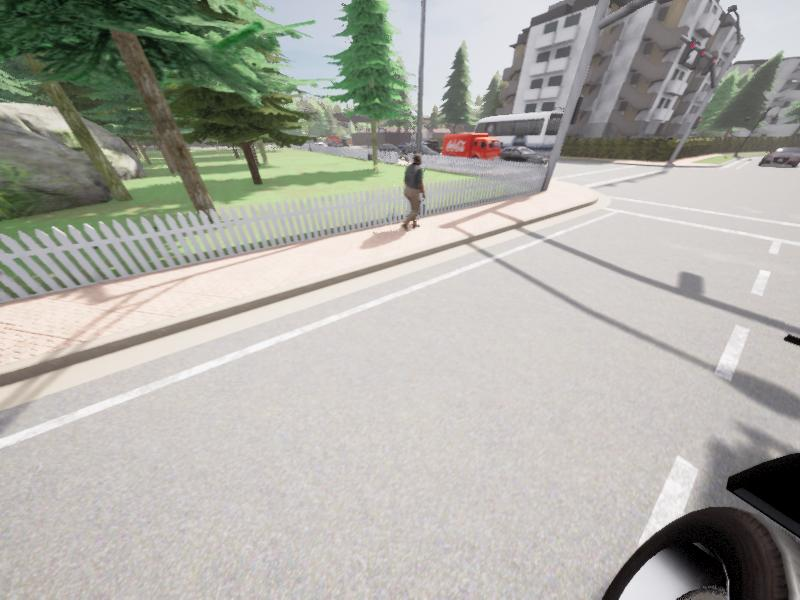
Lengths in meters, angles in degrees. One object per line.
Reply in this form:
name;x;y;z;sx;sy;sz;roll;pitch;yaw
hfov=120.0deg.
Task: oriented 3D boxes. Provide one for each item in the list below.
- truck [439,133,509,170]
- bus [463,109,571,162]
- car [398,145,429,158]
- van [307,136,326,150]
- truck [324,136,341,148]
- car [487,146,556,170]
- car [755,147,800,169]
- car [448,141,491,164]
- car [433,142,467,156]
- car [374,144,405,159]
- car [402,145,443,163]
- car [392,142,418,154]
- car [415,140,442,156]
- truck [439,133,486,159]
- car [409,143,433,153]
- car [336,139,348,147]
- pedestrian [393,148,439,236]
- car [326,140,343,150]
truck;6.325;-13.297;20.556;2.627;2.467;5.204;-20;40;-26
bus;12.943;-19.193;27.306;3.944;4.253;10.273;-20;39;-26
car;1.763;-20.674;32.058;1.895;1.301;4.718;-20;40;-26
van;-19.333;-36.395;53.419;1.988;2.561;5.915;-20;40;-26
truck;-18.472;-43.101;62.964;2.627;2.467;5.204;-20;40;-26
car;10.601;-12.812;20.667;2.128;1.511;4.902;-20;40;-26
car;33.399;-12.454;20.109;4.181;1.385;1.994;-22;41;-27
car;7.328;-15.907;24.745;1.905;1.878;3.866;-21;40;-26
car;7.445;-23.178;35.317;1.801;1.575;5.366;-20;40;-26
car;-1.492;-19.930;30.857;1.837;1.490;4.892;-20;40;-26
car;2.367;-16.460;25.911;1.837;1.490;4.892;-20;40;-26
car;0.797;-25.391;38.539;1.882;1.535;5.008;-20;40;-26
car;4.134;-22.532;34.157;1.905;1.878;3.866;-20;40;-26
truck;7.761;-19.525;29.320;2.627;2.467;5.204;-20;38;-26
car;3.604;-26.544;40.298;1.994;1.385;4.181;-20;40;-26
car;-16.469;-44.806;65.887;1.905;1.878;3.866;-20;40;-26
pedestrian;0.370;-2.722;5.842;0.751;1.860;0.751;-21;40;-27
car;-15.347;-36.198;53.899;2.152;1.651;5.027;-20;40;-26
